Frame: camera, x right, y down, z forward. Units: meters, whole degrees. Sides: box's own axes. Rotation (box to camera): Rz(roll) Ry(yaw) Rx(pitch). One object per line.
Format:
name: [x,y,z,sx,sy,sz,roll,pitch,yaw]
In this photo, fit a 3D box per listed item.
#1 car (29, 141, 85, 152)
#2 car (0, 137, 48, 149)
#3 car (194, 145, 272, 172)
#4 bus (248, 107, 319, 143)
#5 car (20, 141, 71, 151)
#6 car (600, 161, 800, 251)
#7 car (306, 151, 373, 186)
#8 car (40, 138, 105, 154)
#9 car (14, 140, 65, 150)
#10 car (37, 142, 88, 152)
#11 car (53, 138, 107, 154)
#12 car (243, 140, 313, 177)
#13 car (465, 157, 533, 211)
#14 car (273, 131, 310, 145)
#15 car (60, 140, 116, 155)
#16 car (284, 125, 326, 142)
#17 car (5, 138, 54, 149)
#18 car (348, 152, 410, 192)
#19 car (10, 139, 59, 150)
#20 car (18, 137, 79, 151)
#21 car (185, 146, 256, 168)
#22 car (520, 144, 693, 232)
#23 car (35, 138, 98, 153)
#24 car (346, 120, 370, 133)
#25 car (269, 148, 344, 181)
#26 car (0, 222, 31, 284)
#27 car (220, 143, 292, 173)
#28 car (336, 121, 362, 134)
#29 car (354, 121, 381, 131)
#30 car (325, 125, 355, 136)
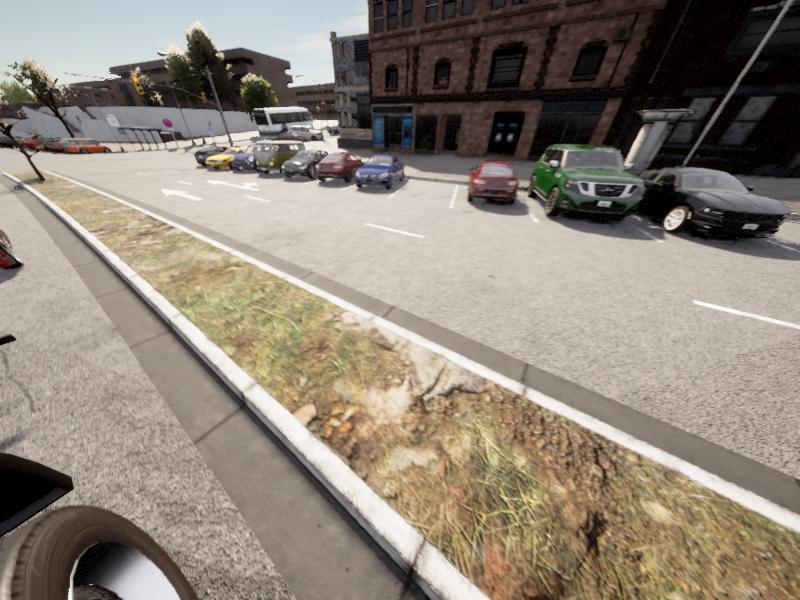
car: [-62.261,-28.095,42.135,1.946,1.575,5.366,4,35,5]
car: [-81.072,-33.702,49.493,2.435,2.045,5.566,4,35,5]
car: [-13.641,-12.031,19.458,1.946,1.575,5.366,8,35,9]
bus: [-19.463,-30.409,39.810,3.944,4.253,10.273,17,44,20]
car: [-67.651,-29.558,44.204,2.163,1.488,4.792,4,35,5]
car: [9.017,-3.341,7.352,2.097,1.535,5.008,9,36,12]
car: [-3.458,-8.276,14.304,2.002,1.452,4.674,8,35,11]
car: [-54.226,-25.789,38.524,2.435,2.045,5.566,5,35,5]
car: [-70.328,-30.353,45.256,2.231,1.521,4.892,4,35,5]
car: [-59.601,-27.160,40.912,2.002,1.452,4.674,4,35,5]
car: [-51.561,-24.913,37.356,1.878,1.987,4.442,5,35,5]
car: [-8.528,-10.360,16.750,1.878,1.987,4.442,8,35,10]
car: [4.051,-5.320,10.181,2.002,1.452,4.674,9,35,12]
car: [-16.734,-25.153,35.834,4.674,1.452,2.002,5,41,5]
car: [-48.886,-24.062,36.357,2.185,1.767,4.553,4,35,6]
car: [-15.342,-27.148,37.670,5.566,2.045,2.435,5,41,5]
car: [-75.707,-32.005,47.331,2.185,1.767,4.553,4,35,5]
car: [-0.938,-7.301,12.945,2.002,1.452,4.674,9,35,11]
car: [-73.008,-31.257,46.294,2.185,1.767,4.553,4,35,5]
car: [-64.962,-28.999,42.955,2.435,2.045,5.566,4,35,5]
car: [-16.031,-13.110,21.037,2.163,1.488,4.792,7,35,9]
car: [6.540,-4.541,8.594,2.435,2.045,5.566,9,35,11]
car: [-56.910,-26.622,39.674,2.435,2.045,5.566,4,35,5]
car: [-8.625,-36.007,47.827,4.442,1.987,1.878,5,42,5]
car: [-5.972,-9.281,15.639,2.231,1.521,4.892,8,35,10]
car: [-9.492,-1.214,4.363,4.181,1.385,1.994,21,40,27]
car: [-11.041,-11.310,18.251,2.185,1.767,4.553,8,35,10]
car: [-9.997,-34.229,45.796,4.442,1.987,1.878,5,42,5]
car: [-6.950,-37.593,49.977,5.366,1.575,1.946,5,41,5]
car: [-11.260,-32.281,43.916,4.892,1.521,2.231,5,41,5]
